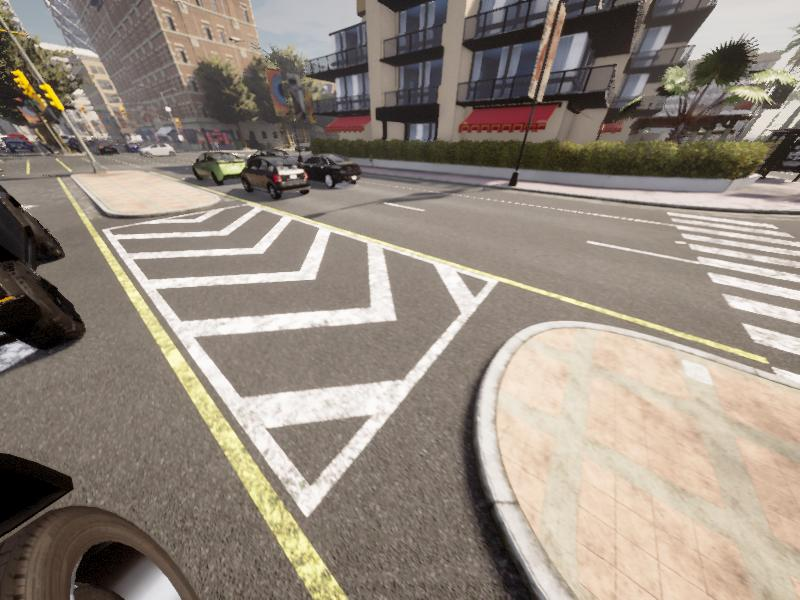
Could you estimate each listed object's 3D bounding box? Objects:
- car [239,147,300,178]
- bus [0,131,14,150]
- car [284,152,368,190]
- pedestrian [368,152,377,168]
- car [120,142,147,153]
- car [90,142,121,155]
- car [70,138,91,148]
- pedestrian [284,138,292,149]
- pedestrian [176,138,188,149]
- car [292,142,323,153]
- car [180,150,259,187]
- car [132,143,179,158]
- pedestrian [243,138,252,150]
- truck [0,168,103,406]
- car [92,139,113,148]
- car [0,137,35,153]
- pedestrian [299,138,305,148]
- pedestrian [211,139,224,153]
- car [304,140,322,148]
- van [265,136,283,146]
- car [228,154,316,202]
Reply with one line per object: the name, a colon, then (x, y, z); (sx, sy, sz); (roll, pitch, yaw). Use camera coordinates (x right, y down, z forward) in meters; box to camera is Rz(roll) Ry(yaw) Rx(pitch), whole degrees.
car: (-9.379, -9.931, 16.597); (3.988, 1.617, 1.851); (24, 41, 30)
bus: (-77.278, -30.519, 42.935); (10.273, 4.253, 3.944); (24, 41, 30)
car: (-4.360, -7.645, 13.488); (4.892, 1.490, 1.837); (24, 41, 30)
pedestrian: (-2.367, -11.979, 19.722); (0.500, 1.100, 0.500); (24, 42, 30)
car: (-44.602, -25.580, 38.654); (3.806, 1.475, 1.970); (24, 41, 30)
car: (-44.781, -23.133, 35.114); (4.974, 1.542, 2.038); (25, 42, 31)
car: (-72.453, -35.628, 52.343); (4.605, 1.855, 1.932); (24, 41, 30)
pedestrian: (-24.771, -34.623, 51.108); (0.751, 1.860, 0.751); (18, 39, 23)
pedestrian: (-42.868, -30.790, 45.457); (0.751, 1.860, 0.751); (16, 38, 21)
car: (-16.888, -27.998, 42.382); (2.163, 1.488, 4.792); (24, 41, 29)
car: (-10.896, -8.037, 13.952); (4.514, 1.525, 2.007); (24, 41, 30)
car: (-32.219, -19.820, 30.521); (1.845, 1.501, 3.633); (24, 42, 29)
pedestrian: (-30.177, -30.845, 45.667); (0.751, 1.860, 0.751); (24, 41, 29)
truck: (-6.841, -0.672, 2.997); (6.274, 2.098, 2.390); (24, 41, 30)
car: (-71.218, -37.495, 55.266); (4.974, 1.542, 2.038); (24, 41, 30)
car: (-62.171, -25.318, 37.610); (5.566, 2.045, 2.150); (24, 41, 30)
pedestrian: (-23.503, -37.612, 55.381); (0.751, 1.860, 0.751); (-26, 43, -32)
pedestrian: (-29.672, -24.938, 37.517); (0.751, 1.860, 0.751); (18, 39, 23)
car: (-24.523, -44.239, 65.407); (4.611, 1.667, 2.242); (24, 41, 30)
van: (-41.056, -52.014, 75.409); (5.915, 2.561, 1.988); (24, 41, 30)
car: (-5.992, -5.862, 10.878); (3.705, 1.549, 1.789); (24, 41, 30)
